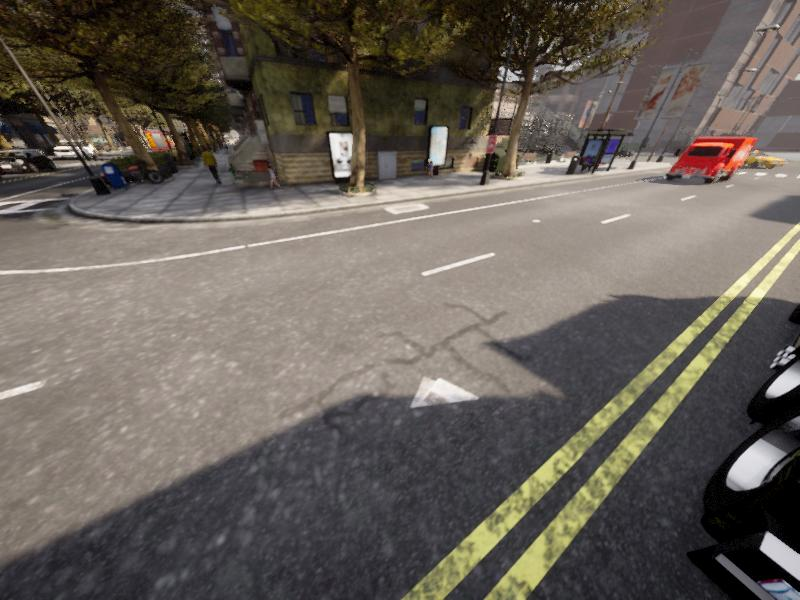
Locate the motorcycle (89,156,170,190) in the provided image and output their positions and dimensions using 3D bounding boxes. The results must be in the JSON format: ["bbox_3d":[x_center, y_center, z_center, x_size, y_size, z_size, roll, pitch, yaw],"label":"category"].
[{"bbox_3d":[-14.157,-6.725,12.213,0.764,1.277,2.356,10,35,30],"label":"motorcycle"}]

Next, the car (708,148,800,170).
[{"bbox_3d":[35.922,-14.537,23.719,1.801,1.575,5.366,3,35,4],"label":"car"}]

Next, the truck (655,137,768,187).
[{"bbox_3d":[20.246,-9.160,15.119,5.204,2.467,2.627,-18,39,-24],"label":"truck"}]

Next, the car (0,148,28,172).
[{"bbox_3d":[-34.348,-11.373,18.829,2.231,1.521,4.892,-18,39,-24],"label":"car"}]

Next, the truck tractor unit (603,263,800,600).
[{"bbox_3d":[5.114,-0.294,0.799,6.516,4.208,3.053,-18,39,-24],"label":"truck tractor unit"}]

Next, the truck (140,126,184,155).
[{"bbox_3d":[-42.374,-28.717,41.611,2.891,3.827,8.468,-18,39,-24],"label":"truck"}]

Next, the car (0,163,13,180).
[{"bbox_3d":[-26.220,-7.461,13.409,1.895,1.301,4.718,-18,39,-24],"label":"car"}]

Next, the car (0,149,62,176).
[{"bbox_3d":[-29.446,-10.768,17.978,1.970,1.475,3.806,-18,39,-24],"label":"car"}]

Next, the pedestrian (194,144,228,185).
[{"bbox_3d":[-10.234,-7.343,12.539,0.751,1.860,0.751,-25,42,-31],"label":"pedestrian"}]

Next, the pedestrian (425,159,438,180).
[{"bbox_3d":[1.977,-8.143,14.431,0.500,1.100,0.500,-18,39,-24],"label":"pedestrian"}]

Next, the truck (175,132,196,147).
[{"bbox_3d":[-70.962,-53.318,76.738,2.891,3.827,8.468,-18,39,-24],"label":"truck"}]

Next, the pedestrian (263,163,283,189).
[{"bbox_3d":[-6.362,-6.211,11.605,0.500,1.100,0.500,-6,35,-9],"label":"pedestrian"}]

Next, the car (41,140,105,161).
[{"bbox_3d":[-40.891,-18.950,29.159,2.435,2.045,5.566,-18,39,-24],"label":"car"}]
